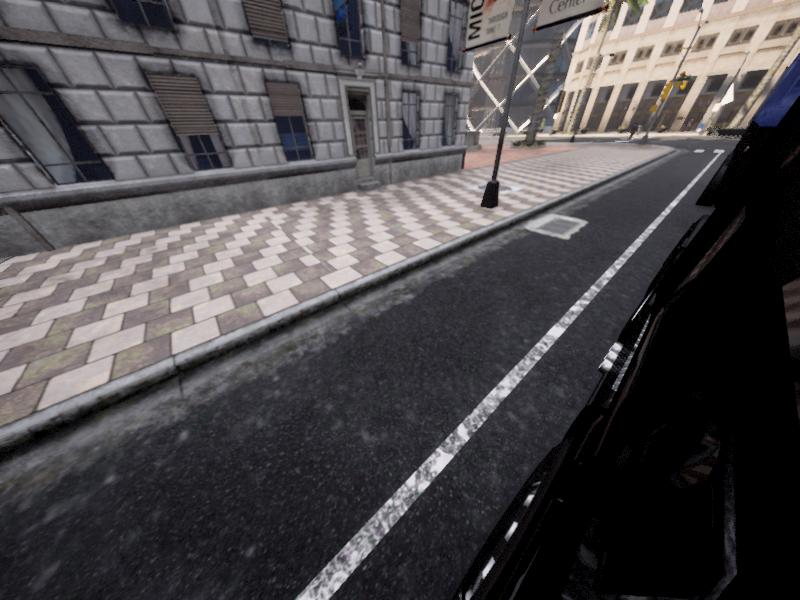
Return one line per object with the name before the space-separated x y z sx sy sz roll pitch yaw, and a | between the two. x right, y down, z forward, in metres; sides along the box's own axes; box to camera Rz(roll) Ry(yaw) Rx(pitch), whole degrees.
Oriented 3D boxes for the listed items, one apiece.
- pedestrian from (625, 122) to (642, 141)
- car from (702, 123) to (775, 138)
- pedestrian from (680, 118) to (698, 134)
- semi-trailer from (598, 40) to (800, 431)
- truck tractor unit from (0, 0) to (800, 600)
pedestrian | 29.551 -21.340 29.237 0.751 1.860 0.751 -29 44 -31
car | 40.107 -20.121 27.540 1.895 1.301 4.718 -27 43 -30
pedestrian | 42.981 -25.857 34.360 0.751 1.860 0.751 15 40 22
semi-trailer | 8.703 -3.579 4.257 14.254 4.402 2.717 -28 44 -30
truck tractor unit | 2.645 -0.295 0.351 6.516 4.208 3.053 -28 44 -30
